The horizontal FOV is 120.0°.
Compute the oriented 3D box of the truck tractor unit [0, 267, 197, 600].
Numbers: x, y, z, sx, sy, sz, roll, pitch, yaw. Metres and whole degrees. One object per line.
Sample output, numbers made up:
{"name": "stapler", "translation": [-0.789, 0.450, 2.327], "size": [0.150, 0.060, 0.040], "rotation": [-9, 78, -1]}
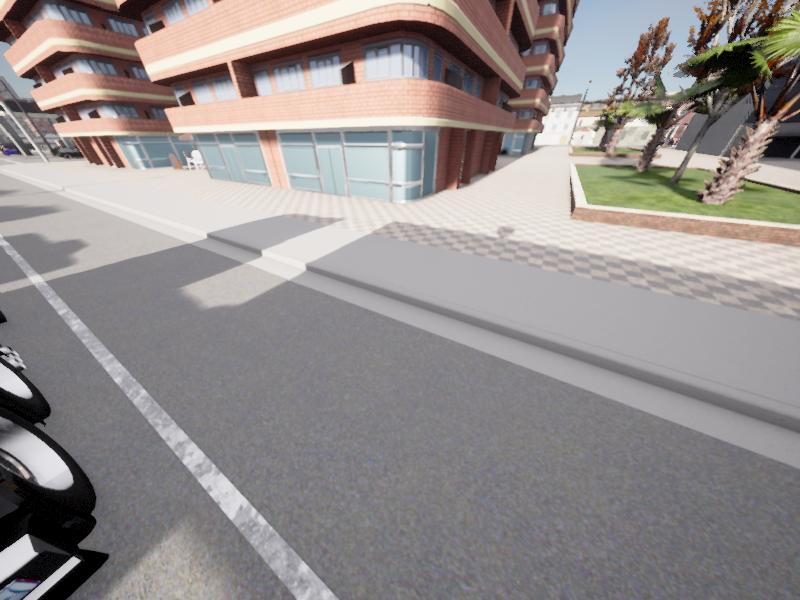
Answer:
{"name": "truck tractor unit", "translation": [-5.124, -0.285, 0.780], "size": [6.516, 4.208, 3.053], "rotation": [18, 39, 24]}

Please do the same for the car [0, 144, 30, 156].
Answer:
{"name": "car", "translation": [-67.543, -26.196, 40.304], "size": [4.611, 1.667, 2.242], "rotation": [18, 39, 25]}
